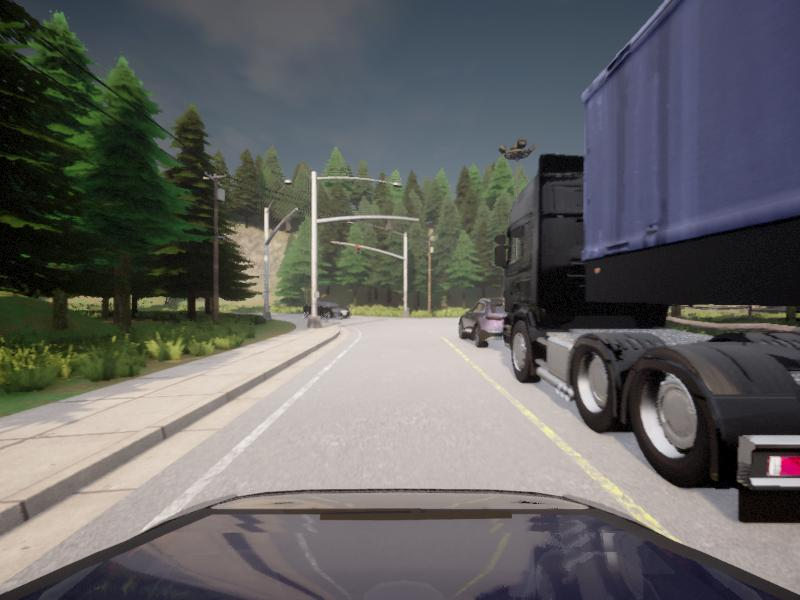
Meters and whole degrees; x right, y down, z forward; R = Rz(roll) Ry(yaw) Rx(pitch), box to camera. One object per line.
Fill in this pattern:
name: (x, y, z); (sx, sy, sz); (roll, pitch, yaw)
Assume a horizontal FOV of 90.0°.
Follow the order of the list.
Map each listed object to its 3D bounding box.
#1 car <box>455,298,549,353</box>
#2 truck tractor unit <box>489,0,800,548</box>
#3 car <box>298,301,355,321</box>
car: (3.450, 0.777, 14.601); (2.033, 1.649, 4.856); (0, 0, -2)
truck tractor unit: (3.538, -0.515, 5.839); (3.053, 4.208, 6.516); (0, 0, 0)
car: (-6.110, 0.835, 32.938); (4.902, 1.511, 2.128); (0, 0, 44)
